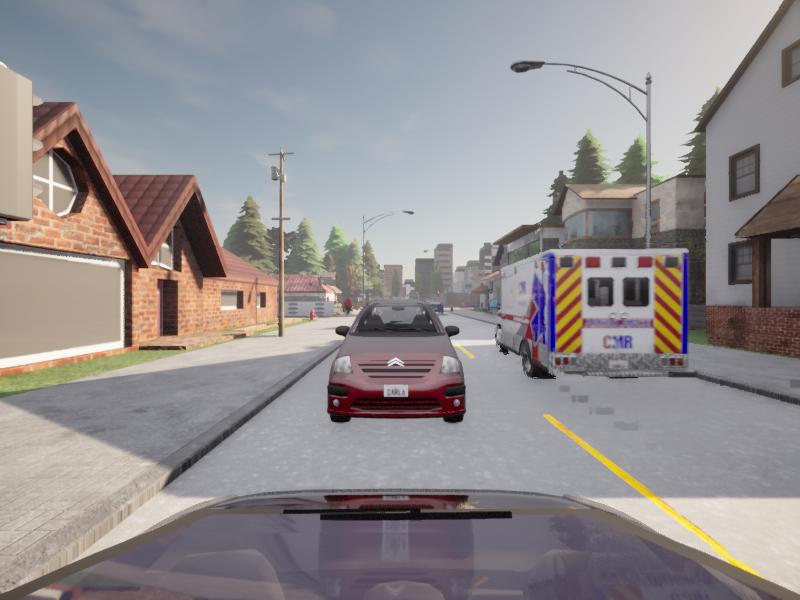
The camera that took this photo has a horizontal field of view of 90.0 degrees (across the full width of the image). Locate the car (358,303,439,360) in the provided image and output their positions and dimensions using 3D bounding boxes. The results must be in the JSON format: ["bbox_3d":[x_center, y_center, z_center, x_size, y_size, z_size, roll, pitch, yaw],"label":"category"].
[{"bbox_3d":[-0.035,0.851,13.090,2.163,1.488,4.792,0,0,0],"label":"car"}]

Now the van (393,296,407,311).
[{"bbox_3d":[-0.018,0.593,70.378,2.351,2.431,6.366,0,0,0],"label":"van"}]

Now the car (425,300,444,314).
[{"bbox_3d":[3.974,0.823,46.954,1.882,1.535,5.008,0,0,0],"label":"car"}]

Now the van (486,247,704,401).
[{"bbox_3d":[3.757,0.378,9.522,2.351,2.431,6.366,0,0,3],"label":"van"}]

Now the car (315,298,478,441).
[{"bbox_3d":[-0.037,0.788,6.527,1.851,1.617,3.988,0,0,0],"label":"car"}]

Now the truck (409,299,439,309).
[{"bbox_3d":[4.956,0.759,82.245,2.390,2.098,6.274,0,0,-43],"label":"truck"}]

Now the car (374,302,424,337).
[{"bbox_3d":[-0.034,0.851,19.556,2.163,1.488,4.792,0,0,0],"label":"car"}]

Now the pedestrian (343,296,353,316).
[{"bbox_3d":[-4.827,0.533,37.194,0.751,1.860,0.751,0,0,2],"label":"pedestrian"}]
